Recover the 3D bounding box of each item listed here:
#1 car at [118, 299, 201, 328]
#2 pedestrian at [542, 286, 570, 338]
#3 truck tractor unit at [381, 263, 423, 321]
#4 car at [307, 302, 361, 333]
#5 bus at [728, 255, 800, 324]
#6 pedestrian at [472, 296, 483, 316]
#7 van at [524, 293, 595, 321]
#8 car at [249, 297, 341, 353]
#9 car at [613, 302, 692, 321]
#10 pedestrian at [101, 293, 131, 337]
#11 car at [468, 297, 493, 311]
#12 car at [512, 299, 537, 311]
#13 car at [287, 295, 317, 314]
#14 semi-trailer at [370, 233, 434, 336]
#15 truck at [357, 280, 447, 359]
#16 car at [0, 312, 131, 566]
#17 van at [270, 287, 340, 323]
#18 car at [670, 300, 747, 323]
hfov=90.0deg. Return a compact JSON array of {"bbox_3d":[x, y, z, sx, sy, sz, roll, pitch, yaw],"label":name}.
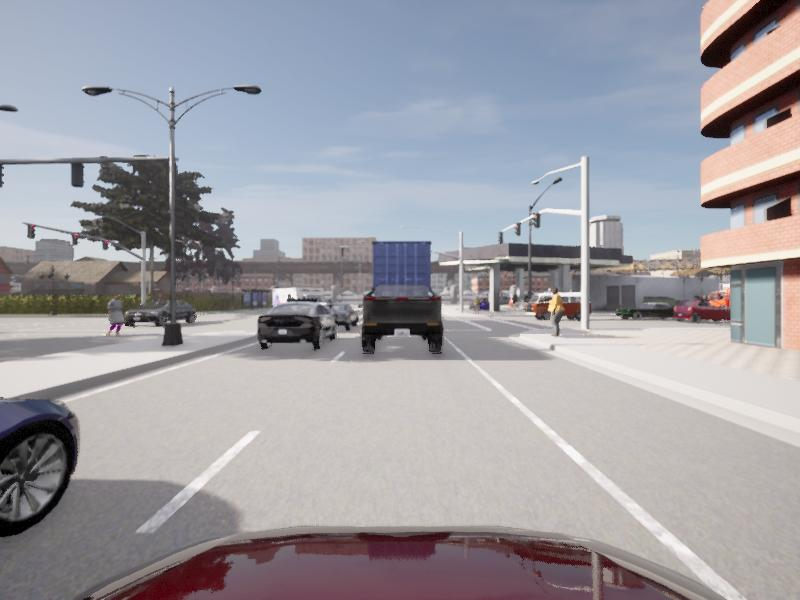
[{"bbox_3d":[-14.873,0.755,25.130,2.152,1.651,5.027,0,0,0],"label":"car"},{"bbox_3d":[5.842,0.441,14.958,0.751,1.860,0.751,0,0,44],"label":"pedestrian"},{"bbox_3d":[0.159,-0.592,32.071,3.053,4.208,6.516,0,0,0],"label":"truck tractor unit"},{"bbox_3d":[-3.389,0.855,21.622,2.033,1.411,5.357,0,0,0],"label":"car"},{"bbox_3d":[28.493,-0.649,26.525,10.273,4.253,3.944,0,0,0],"label":"bus"},{"bbox_3d":[7.024,0.544,36.264,0.751,1.860,0.751,0,0,-12],"label":"pedestrian"},{"bbox_3d":[11.765,0.483,29.737,4.480,2.038,2.069,0,0,-1],"label":"van"},{"bbox_3d":[-3.462,0.748,14.360,1.930,1.638,5.238,0,0,0],"label":"car"},{"bbox_3d":[18.691,0.841,29.770,4.718,1.301,1.895,0,0,-1],"label":"car"},{"bbox_3d":[-12.378,0.625,17.434,0.751,1.860,0.751,0,0,18],"label":"pedestrian"},{"bbox_3d":[9.965,0.508,49.946,2.242,1.667,4.611,0,0,1],"label":"car"},{"bbox_3d":[15.714,0.656,50.679,1.970,1.475,3.806,0,0,1],"label":"car"},{"bbox_3d":[-11.266,0.488,46.491,2.150,2.045,5.566,0,0,0],"label":"car"},{"bbox_3d":[0.114,-0.670,24.158,2.717,4.402,14.254,0,0,0],"label":"semi-trailer"},{"bbox_3d":[0.080,0.513,13.739,2.390,2.098,6.274,0,0,0],"label":"truck"},{"bbox_3d":[-3.499,0.855,1.176,2.163,1.488,4.792,0,0,0],"label":"car"},{"bbox_3d":[-7.340,0.326,30.397,2.351,2.431,6.366,0,0,-42],"label":"van"},{"bbox_3d":[20.192,0.729,26.286,3.633,1.501,1.845,0,0,-1],"label":"car"}]
